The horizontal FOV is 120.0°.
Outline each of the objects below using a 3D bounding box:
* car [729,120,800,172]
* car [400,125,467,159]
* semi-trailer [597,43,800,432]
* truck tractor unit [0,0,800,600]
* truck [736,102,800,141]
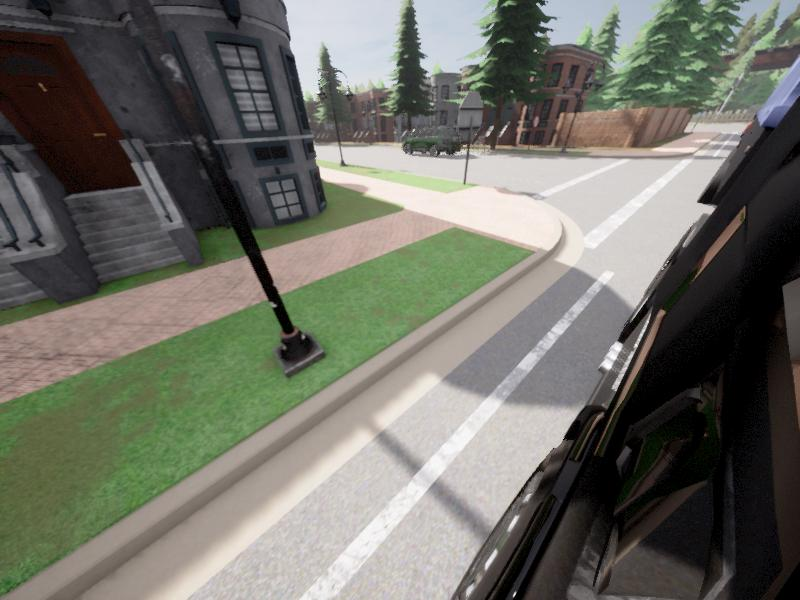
[{"bbox_3d":[18.141,-7.532,11.114,5.238,1.638,1.930,-28,44,-30],"label":"car"},{"bbox_3d":[2.619,-13.478,19.676,2.150,2.045,5.566,-26,43,-28],"label":"car"},{"bbox_3d":[8.702,-3.615,4.205,14.254,4.402,2.717,-28,44,-30],"label":"semi-trailer"},{"bbox_3d":[2.645,-0.295,0.351,6.516,4.208,3.053,-28,44,-30],"label":"truck tractor unit"},{"bbox_3d":[32.115,-15.355,19.921,5.204,2.467,2.627,-28,43,-30],"label":"truck"}]
